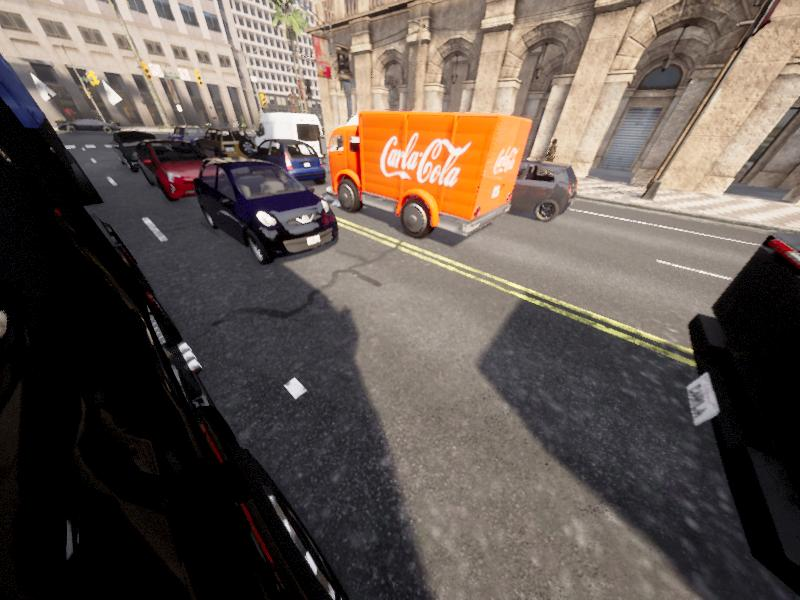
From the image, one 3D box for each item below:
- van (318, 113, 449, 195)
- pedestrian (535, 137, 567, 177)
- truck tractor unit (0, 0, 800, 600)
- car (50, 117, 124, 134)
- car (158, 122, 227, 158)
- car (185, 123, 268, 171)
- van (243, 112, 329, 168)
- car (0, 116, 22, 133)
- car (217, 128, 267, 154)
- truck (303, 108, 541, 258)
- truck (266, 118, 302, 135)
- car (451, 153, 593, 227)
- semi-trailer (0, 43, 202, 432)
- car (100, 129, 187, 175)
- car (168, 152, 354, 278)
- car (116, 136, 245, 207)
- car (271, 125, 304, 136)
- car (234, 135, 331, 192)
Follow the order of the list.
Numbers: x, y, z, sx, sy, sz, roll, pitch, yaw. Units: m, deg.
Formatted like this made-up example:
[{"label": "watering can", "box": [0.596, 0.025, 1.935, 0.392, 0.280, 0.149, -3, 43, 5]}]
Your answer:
[{"label": "van", "box": [-1.007, -6.998, 10.787, 5.915, 2.561, 1.988, 28, 44, 30]}, {"label": "pedestrian", "box": [8.737, -8.297, 13.435, 0.751, 1.860, 0.751, 32, 46, 33]}, {"label": "truck tractor unit", "box": [-2.645, -0.295, 0.351, 6.516, 4.208, 3.053, 28, 44, 30]}, {"label": "car", "box": [-38.714, -21.685, 28.771, 2.033, 1.411, 5.357, 29, 44, 30]}, {"label": "car", "box": [-14.498, -11.225, 16.133, 4.553, 1.767, 2.097, 29, 44, 30]}, {"label": "car", "box": [-9.869, -8.771, 13.106, 4.605, 1.855, 1.932, 28, 44, 30]}, {"label": "van", "box": [-7.398, -10.464, 14.974, 5.915, 2.561, 1.988, 29, 44, 30]}, {"label": "car", "box": [-43.608, -18.389, 24.082, 1.994, 1.385, 4.181, 28, 44, 30]}, {"label": "car", "box": [-12.895, -13.008, 18.833, 3.633, 1.501, 1.845, 29, 44, 30]}, {"label": "truck", "box": [0.234, -3.538, 6.324, 5.204, 2.467, 2.627, 28, 44, 30]}, {"label": "truck", "box": [-22.170, -33.218, 44.317, 2.627, 2.467, 5.204, 29, 44, 30]}, {"label": "car", "box": [3.919, -3.919, 7.858, 3.633, 1.501, 1.845, 28, 44, 30]}, {"label": "semi-trailer", "box": [-8.691, -3.622, 4.217, 14.254, 4.402, 2.717, 28, 44, 30]}, {"label": "car", "box": [-12.864, -7.504, 11.541, 4.892, 1.490, 1.837, 29, 44, 30]}, {"label": "car", "box": [-2.977, -2.130, 5.019, 3.633, 1.501, 1.845, 28, 44, 30]}, {"label": "car", "box": [-7.779, -4.740, 8.176, 4.514, 1.525, 2.007, 29, 44, 30]}, {"label": "car", "box": [-20.412, -30.777, 42.015, 2.163, 1.488, 4.792, 29, 44, 30]}, {"label": "car", "box": [-5.095, -6.073, 10.060, 3.988, 1.617, 1.851, 28, 44, 30]}]
